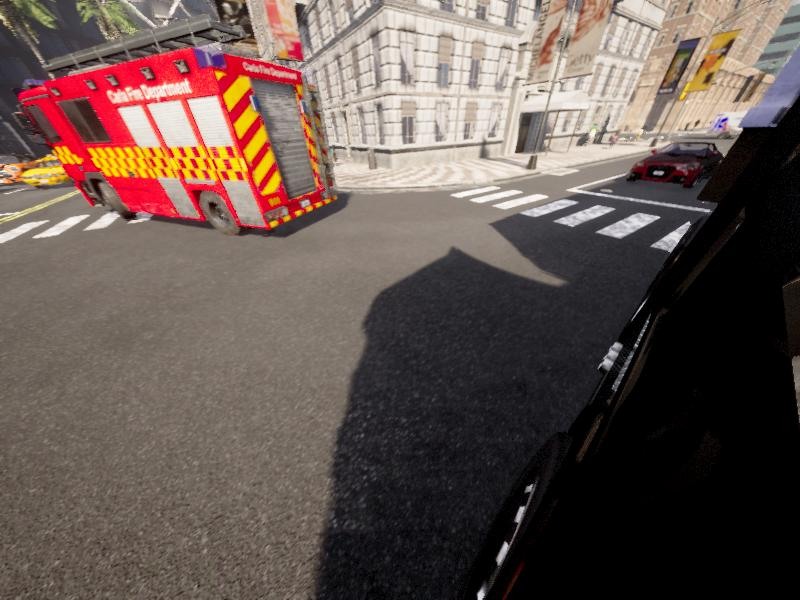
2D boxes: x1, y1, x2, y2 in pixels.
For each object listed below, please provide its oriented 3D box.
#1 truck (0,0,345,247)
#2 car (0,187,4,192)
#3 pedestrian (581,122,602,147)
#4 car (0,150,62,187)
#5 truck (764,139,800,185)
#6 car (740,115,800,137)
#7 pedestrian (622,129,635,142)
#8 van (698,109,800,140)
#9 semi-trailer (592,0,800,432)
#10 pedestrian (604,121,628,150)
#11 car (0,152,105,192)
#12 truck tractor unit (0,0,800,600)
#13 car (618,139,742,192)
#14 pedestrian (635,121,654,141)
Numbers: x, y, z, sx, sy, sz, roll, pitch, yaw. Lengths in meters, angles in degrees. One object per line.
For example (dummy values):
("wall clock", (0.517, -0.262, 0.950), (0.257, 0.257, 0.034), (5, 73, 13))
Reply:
("truck", (-6.365, -4.461, 6.797), (8.468, 3.827, 2.891), (12, 39, 18))
("car", (-23.321, -5.906, 11.608), (1.789, 1.549, 3.705), (-22, 41, -25))
("pedestrian", (18.417, -15.909, 22.228), (0.751, 1.860, 0.751), (-22, 41, -24))
("car", (-26.753, -9.139, 15.965), (2.097, 1.767, 4.553), (-22, 41, -25))
("truck", (17.574, -5.985, 8.965), (6.274, 2.098, 2.390), (-23, 41, -25))
("car", (43.750, -19.957, 26.555), (1.932, 1.855, 4.605), (-7, 36, -9))
("pedestrian", (25.325, -18.220, 25.601), (0.500, 1.100, 0.500), (-20, 40, -23))
("van", (37.960, -18.870, 24.951), (2.351, 2.431, 6.366), (-23, 41, -25))
("semi-trailer", (9.046, -3.318, 3.888), (14.254, 4.402, 2.717), (-24, 41, -26))
("pedestrian", (17.583, -13.360, 18.831), (0.751, 1.860, 0.751), (25, 44, 32))
("car", (-21.688, -8.339, 14.781), (1.801, 1.575, 5.366), (-22, 41, -25))
("truck tractor unit", (2.645, -0.295, 0.351), (6.516, 4.208, 3.053), (-28, 44, -30))
("car", (11.386, -5.612, 9.423), (4.181, 1.385, 1.994), (-22, 41, -25))
("pedestrian", (29.847, -20.634, 28.225), (0.751, 1.860, 0.751), (-26, 42, -28))
